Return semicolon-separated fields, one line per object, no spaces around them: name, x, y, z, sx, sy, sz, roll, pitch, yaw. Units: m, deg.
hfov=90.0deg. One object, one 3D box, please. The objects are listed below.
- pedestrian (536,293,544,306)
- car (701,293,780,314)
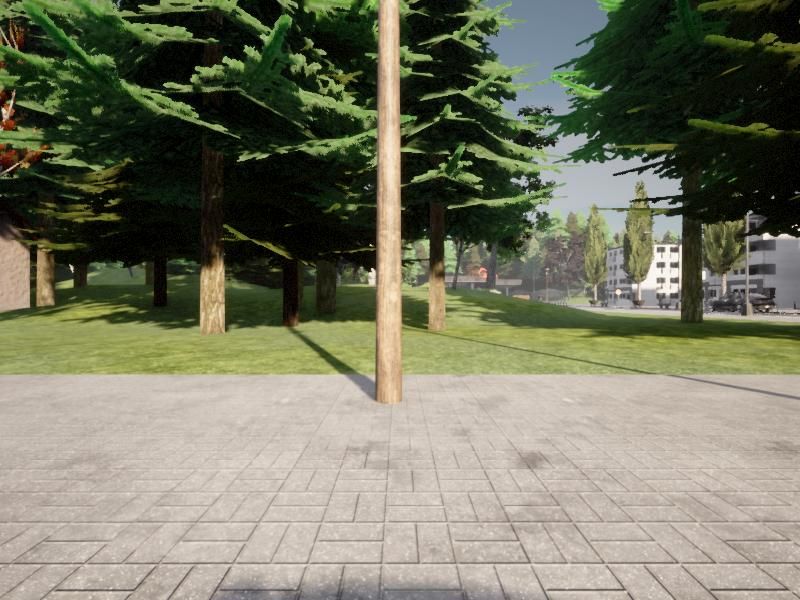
pedestrian;18.988;-0.067;54.217;0.751;1.860;0.751;0;0;-36
car;25.594;0.243;30.332;1.837;1.490;4.892;0;0;0
